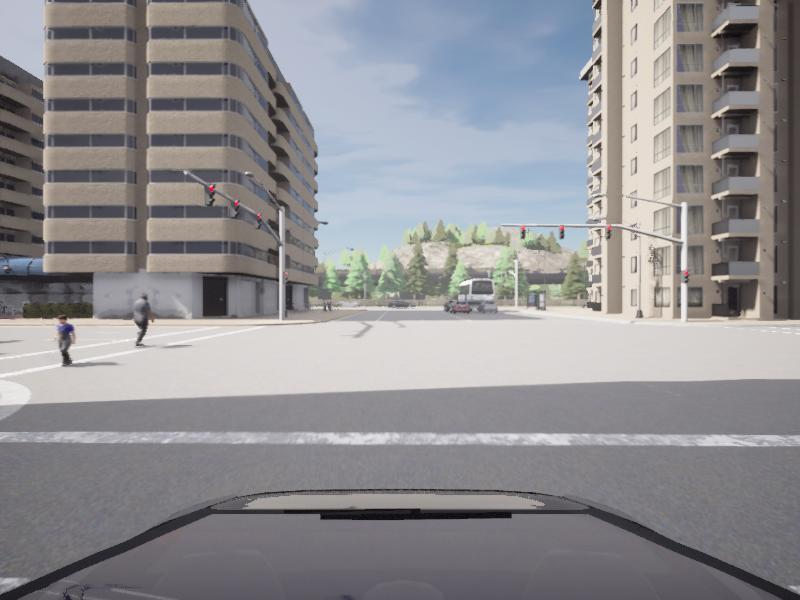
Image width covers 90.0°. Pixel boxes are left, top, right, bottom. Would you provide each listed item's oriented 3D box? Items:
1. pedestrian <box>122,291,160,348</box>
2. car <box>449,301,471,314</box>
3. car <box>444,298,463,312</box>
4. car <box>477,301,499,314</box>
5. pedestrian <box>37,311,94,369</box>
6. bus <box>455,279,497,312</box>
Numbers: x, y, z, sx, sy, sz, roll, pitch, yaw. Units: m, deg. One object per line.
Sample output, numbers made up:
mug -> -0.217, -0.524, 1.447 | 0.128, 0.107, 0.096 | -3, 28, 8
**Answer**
pedestrian -> -8.659, 0.636, 13.376 | 0.751, 1.860, 0.751 | 0, 0, 15
car -> 6.994, 0.848, 46.885 | 1.970, 1.475, 3.806 | 0, 0, 0
car -> 6.997, 0.647, 52.904 | 1.932, 1.855, 4.605 | 0, 0, 0
car -> 10.504, 0.822, 47.916 | 1.845, 1.501, 3.633 | 0, 0, 0
pedestrian -> -7.935, 0.916, 9.523 | 0.751, 1.300, 0.751 | 0, 0, -2
bus -> 10.376, -0.540, 55.945 | 3.944, 4.253, 10.273 | 0, 0, 0
